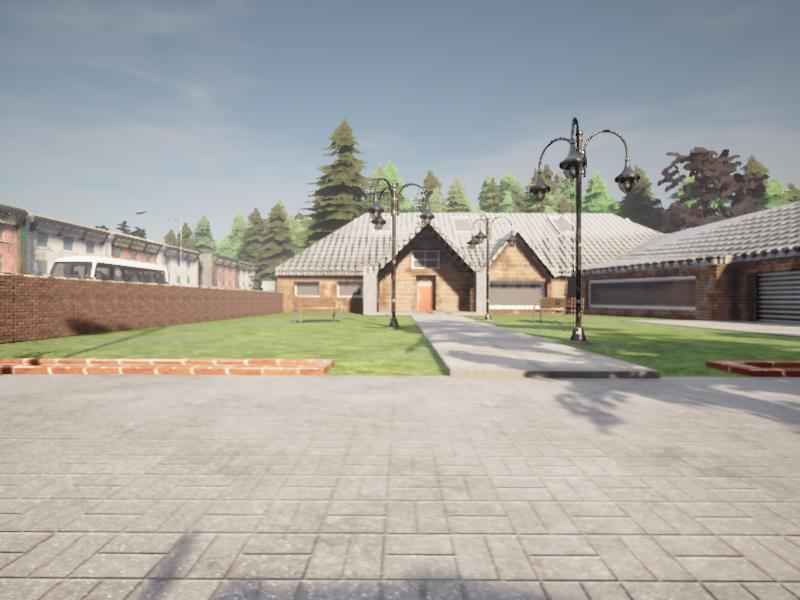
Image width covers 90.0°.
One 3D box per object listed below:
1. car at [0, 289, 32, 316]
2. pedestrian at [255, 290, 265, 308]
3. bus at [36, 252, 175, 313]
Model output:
[{"bbox_3d":[-23.719,0.139,22.989,1.845,1.501,3.633,0,0,0],"label":"car"},{"bbox_3d":[-14.725,-0.123,42.024,0.751,1.860,0.751,0,0,0],"label":"pedestrian"},{"bbox_3d":[-23.551,-1.221,33.230,3.944,4.253,10.273,0,0,0],"label":"bus"}]
